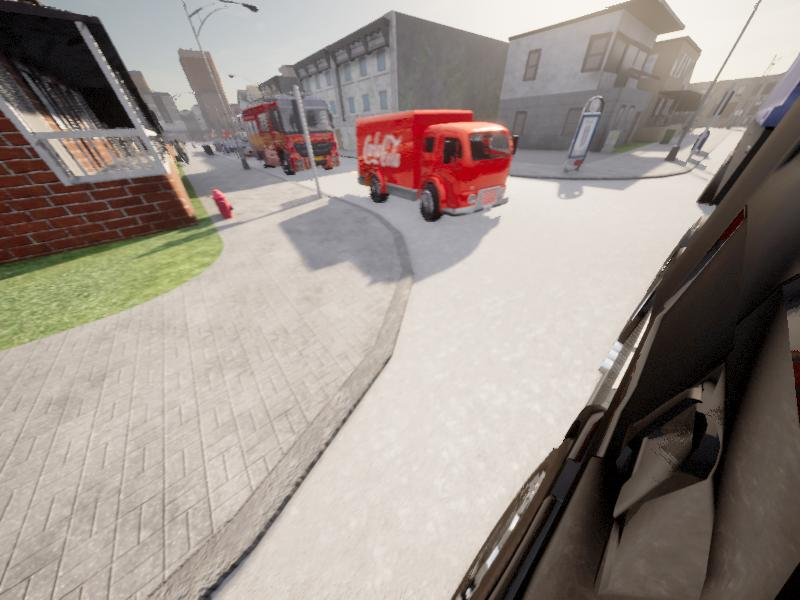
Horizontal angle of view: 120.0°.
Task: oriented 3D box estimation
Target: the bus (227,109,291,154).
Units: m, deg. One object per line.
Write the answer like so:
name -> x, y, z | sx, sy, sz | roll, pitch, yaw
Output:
bus -> -18.976, -22.400, 30.844 | 3.944, 4.253, 10.273 | -28, 44, -30

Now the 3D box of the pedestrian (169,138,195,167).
pedestrian -> -17.616, -11.936, 18.675 | 0.751, 1.860, 0.751 | -29, 44, -31

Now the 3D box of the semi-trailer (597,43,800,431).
semi-trailer -> 8.698, -3.603, 4.233 | 14.254, 4.402, 2.717 | -28, 44, -30

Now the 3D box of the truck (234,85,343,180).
truck -> -7.331, -10.558, 14.849 | 2.891, 3.827, 8.468 | -28, 44, -30

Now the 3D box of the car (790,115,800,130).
car -> 54.282, -23.637, 30.659 | 4.674, 1.442, 1.812 | -30, 45, -31

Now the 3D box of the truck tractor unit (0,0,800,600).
truck tractor unit -> 2.645, -0.295, 0.351 | 6.516, 4.208, 3.053 | -28, 44, -30

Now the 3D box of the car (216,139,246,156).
car -> -21.580, -19.515, 29.424 | 1.882, 1.535, 5.008 | -28, 44, -30

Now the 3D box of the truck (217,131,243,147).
truck -> -34.619, -32.740, 46.911 | 2.627, 2.467, 5.204 | -29, 45, -31

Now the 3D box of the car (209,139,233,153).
car -> -26.660, -23.006, 34.373 | 1.837, 1.490, 4.892 | -28, 44, -30

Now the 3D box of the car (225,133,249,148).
car -> -29.885, -29.219, 42.328 | 2.150, 2.045, 5.566 | -28, 44, -30

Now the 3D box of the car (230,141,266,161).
car -> -15.646, -15.354, 23.715 | 1.994, 1.385, 4.181 | -28, 44, -30

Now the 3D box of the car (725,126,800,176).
car -> 17.247, -6.988, 10.633 | 4.514, 1.525, 2.007 | -28, 44, -30

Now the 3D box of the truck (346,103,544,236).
truck -> 0.772, -4.276, 7.190 | 2.627, 2.467, 5.204 | -23, 42, -25

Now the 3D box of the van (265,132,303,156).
van -> -12.990, -17.521, 25.877 | 2.069, 2.038, 4.480 | -28, 44, -30
